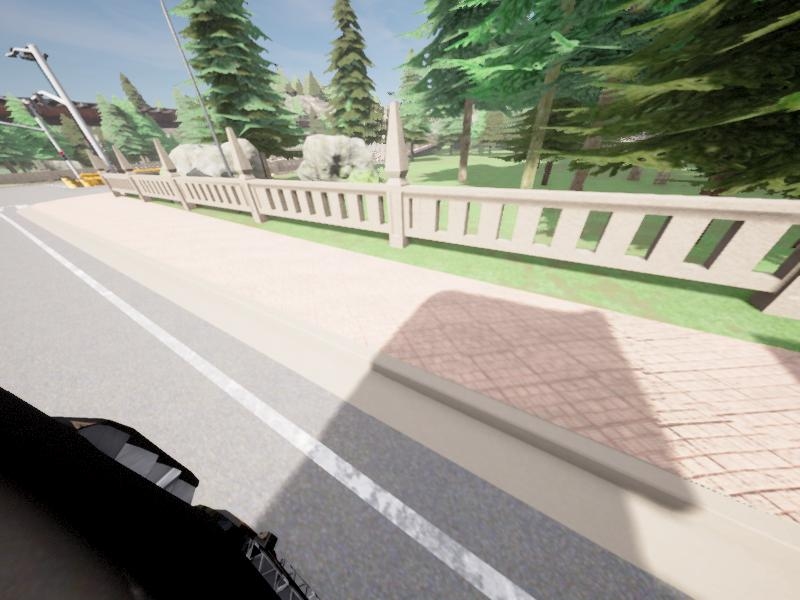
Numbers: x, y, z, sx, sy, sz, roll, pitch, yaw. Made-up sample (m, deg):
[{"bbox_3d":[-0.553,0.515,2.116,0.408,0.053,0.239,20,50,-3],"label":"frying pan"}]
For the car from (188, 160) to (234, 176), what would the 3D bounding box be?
[{"bbox_3d":[-28.029,-19.729,34.468,2.097,1.767,4.553,16,38,26],"label":"car"}]
